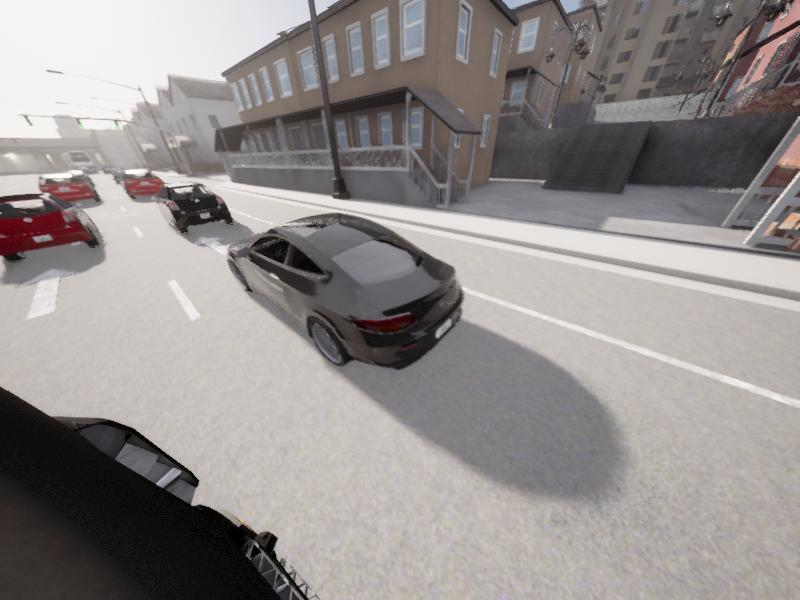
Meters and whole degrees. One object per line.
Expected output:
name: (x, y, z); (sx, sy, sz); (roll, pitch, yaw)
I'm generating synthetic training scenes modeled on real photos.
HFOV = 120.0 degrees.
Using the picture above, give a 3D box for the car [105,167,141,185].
car: (-32.614, -14.635, 27.178); (4.514, 1.525, 2.007); (24, 41, 34)

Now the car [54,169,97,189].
car: (-34.910, -13.143, 24.996); (4.902, 1.511, 2.128); (24, 41, 34)

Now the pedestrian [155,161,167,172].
pedestrian: (-45.393, -25.362, 43.885); (0.751, 1.860, 0.751); (-29, 42, -35)

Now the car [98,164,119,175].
car: (-60.685, -27.211, 48.111); (4.856, 1.649, 2.033); (24, 41, 34)

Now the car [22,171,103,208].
car: (-21.857, -7.384, 15.195); (4.611, 1.667, 2.242); (24, 41, 34)

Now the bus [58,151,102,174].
bus: (-75.927, -32.499, 54.736); (10.273, 4.253, 3.944); (20, 39, 30)

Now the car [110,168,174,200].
car: (-18.890, -8.573, 16.878); (4.611, 1.667, 2.242); (24, 41, 34)

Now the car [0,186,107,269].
car: (-10.870, -2.426, 7.030); (3.633, 1.501, 1.845); (24, 41, 34)

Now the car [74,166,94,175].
car: (-67.274, -27.542, 49.203); (5.357, 1.411, 2.033); (24, 41, 34)

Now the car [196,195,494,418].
car: (-1.263, -0.615, 3.773); (4.674, 1.442, 1.812); (24, 41, 34)

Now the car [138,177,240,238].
car: (-8.086, -3.695, 8.848); (3.633, 1.501, 1.845); (24, 41, 34)

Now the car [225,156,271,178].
car: (-21.326, -18.901, 32.680); (2.033, 1.649, 4.856); (23, 49, 33)
